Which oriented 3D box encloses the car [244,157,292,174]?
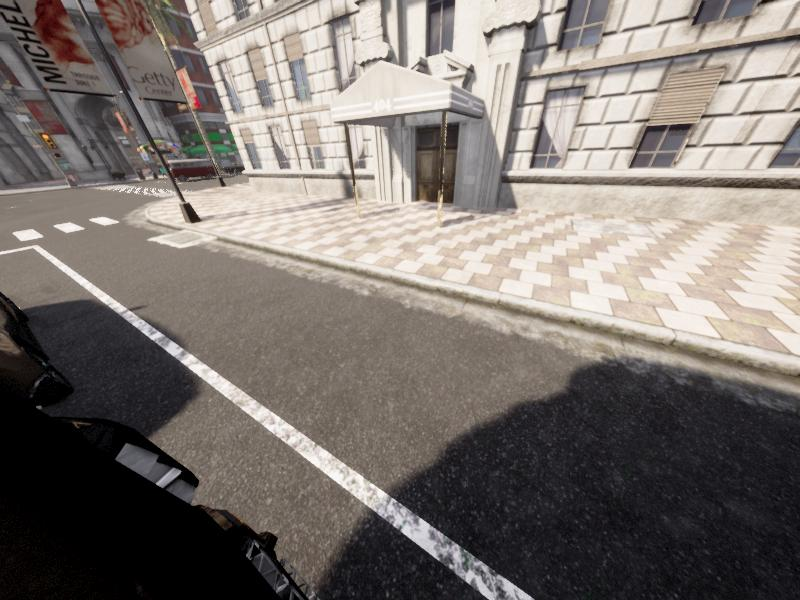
[{"bbox_3d":[-17.979,-18.537,31.754,1.930,1.638,5.238,16,38,26],"label":"car"}]

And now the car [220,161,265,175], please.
[{"bbox_3d":[-21.803,-18.463,32.250,1.895,1.301,4.718,16,38,27],"label":"car"}]

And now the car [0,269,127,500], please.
[{"bbox_3d":[-5.464,0.512,2.228,4.902,1.511,2.128,15,38,25],"label":"car"}]

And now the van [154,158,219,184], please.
[{"bbox_3d":[-22.752,-13.952,24.908,1.775,1.987,4.442,16,38,26],"label":"van"}]
